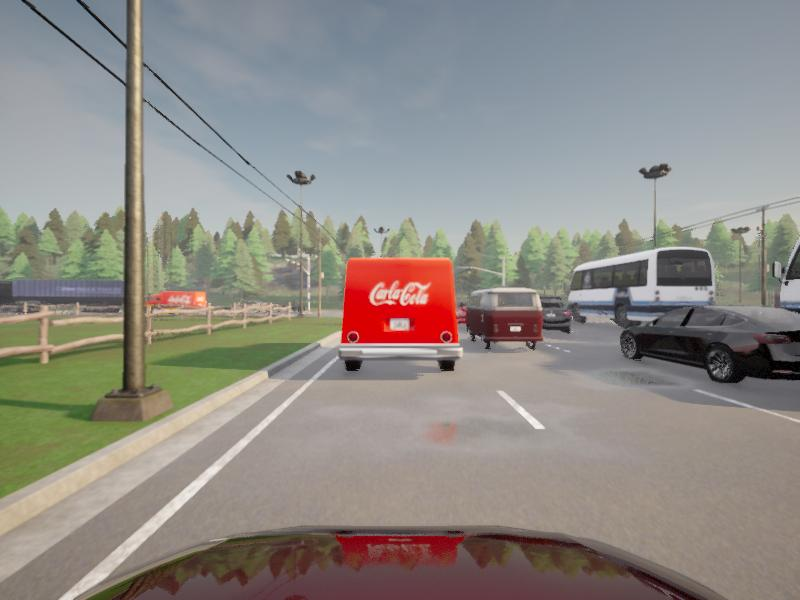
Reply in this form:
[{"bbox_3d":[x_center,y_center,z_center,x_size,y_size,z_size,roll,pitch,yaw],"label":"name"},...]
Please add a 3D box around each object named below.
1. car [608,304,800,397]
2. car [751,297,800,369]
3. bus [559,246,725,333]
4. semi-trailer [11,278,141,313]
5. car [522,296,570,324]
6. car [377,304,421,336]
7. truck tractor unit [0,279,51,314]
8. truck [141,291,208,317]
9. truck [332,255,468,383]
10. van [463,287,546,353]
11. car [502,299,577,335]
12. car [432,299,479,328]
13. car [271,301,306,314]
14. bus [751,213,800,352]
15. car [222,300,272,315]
[{"bbox_3d":[6.998,0.863,8.994,2.163,1.488,4.792,0,0,0],"label":"car"},{"bbox_3d":[10.366,0.769,8.319,2.242,1.667,4.611,0,0,3],"label":"car"},{"bbox_3d":[13.836,-0.502,24.643,3.944,4.253,10.273,0,0,0],"label":"bus"},{"bbox_3d":[-40.759,-0.554,50.518,14.254,4.402,2.717,0,0,0],"label":"semi-trailer"},{"bbox_3d":[10.325,0.683,28.651,1.905,1.878,3.866,0,0,-3],"label":"car"},{"bbox_3d":[-0.016,0.934,20.362,1.994,1.385,4.181,0,0,1],"label":"car"},{"bbox_3d":[-48.678,-0.457,50.550,6.516,4.208,3.053,0,0,0],"label":"truck tractor unit"},{"bbox_3d":[-22.306,0.409,39.704,5.204,2.467,2.627,0,0,2],"label":"truck"},{"bbox_3d":[-0.003,0.371,10.364,2.627,2.467,5.204,0,0,0],"label":"truck"},{"bbox_3d":[3.496,0.615,14.270,1.775,1.987,4.442,0,0,0],"label":"van"},{"bbox_3d":[6.993,0.783,20.657,2.242,1.667,4.611,0,0,0],"label":"car"},{"bbox_3d":[3.414,0.790,25.655,2.242,1.667,4.611,0,0,-2],"label":"car"},{"bbox_3d":[-13.831,0.880,49.708,3.705,1.549,1.789,0,-1,5],"label":"car"},{"bbox_3d":[14.146,-0.523,8.799,3.944,4.253,10.273,0,0,1],"label":"bus"},{"bbox_3d":[-17.782,0.841,46.556,5.027,1.651,2.152,0,0,3],"label":"car"}]
